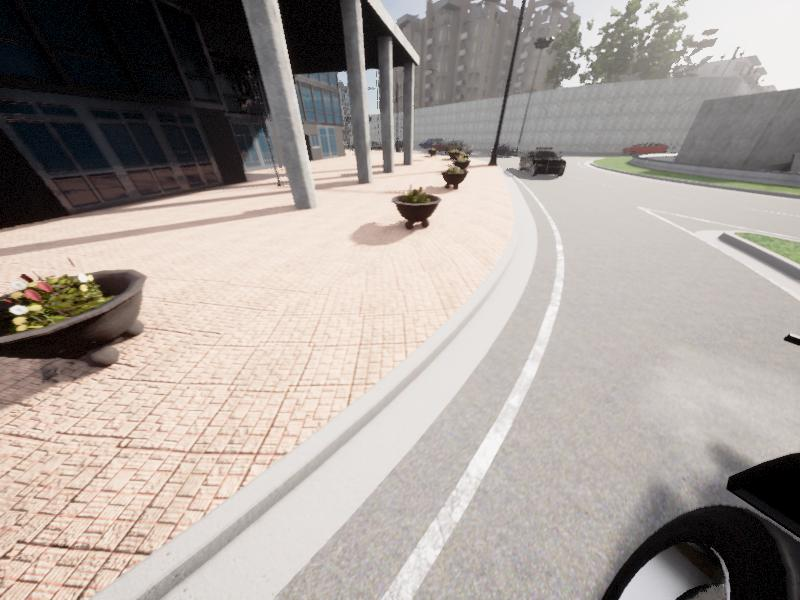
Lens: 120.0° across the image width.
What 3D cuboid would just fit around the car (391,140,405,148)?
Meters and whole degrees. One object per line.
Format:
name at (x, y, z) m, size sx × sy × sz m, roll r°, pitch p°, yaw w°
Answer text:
car at (-0.529, -41.355, 61.263) m, size 1.851 × 1.617 × 3.988 m, roll -21°, pitch 40°, yaw -27°

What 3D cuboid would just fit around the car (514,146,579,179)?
car at (10.095, -9.938, 16.505) m, size 1.930 × 1.638 × 5.238 m, roll 4°, pitch 36°, yaw 6°

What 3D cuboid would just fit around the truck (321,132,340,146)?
truck at (-23.620, -54.908, 78.682) m, size 2.891 × 3.827 × 8.468 m, roll -21°, pitch 40°, yaw -27°

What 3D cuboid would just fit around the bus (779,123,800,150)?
bus at (75.119, -30.125, 42.296) m, size 10.273 × 4.253 × 3.944 m, roll -22°, pitch 40°, yaw -27°

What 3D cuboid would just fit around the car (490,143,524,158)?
car at (13.964, -19.708, 30.429) m, size 1.845 × 1.501 × 3.633 m, roll -12°, pitch 37°, yaw -16°

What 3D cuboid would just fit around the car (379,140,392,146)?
car at (-4.512, -48.429, 71.326) m, size 1.882 × 1.535 × 5.008 m, roll -21°, pitch 40°, yaw -27°

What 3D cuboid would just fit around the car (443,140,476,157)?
car at (8.488, -22.043, 33.485) m, size 1.932 × 1.855 × 4.605 m, roll -17°, pitch 39°, yaw -22°

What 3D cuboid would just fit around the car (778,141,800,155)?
car at (56.843, -21.866, 33.166) m, size 5.008 × 1.535 × 1.882 m, roll -21°, pitch 40°, yaw -27°

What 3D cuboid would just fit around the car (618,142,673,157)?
car at (33.169, -20.490, 31.388) m, size 4.514 × 1.525 × 2.007 m, roll 10°, pitch 36°, yaw 14°

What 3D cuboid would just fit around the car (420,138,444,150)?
car at (7.045, -35.057, 51.816) m, size 2.150 × 2.045 × 5.566 m, roll -21°, pitch 40°, yaw -27°

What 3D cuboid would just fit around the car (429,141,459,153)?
car at (7.628, -26.942, 40.665) m, size 2.152 × 1.651 × 5.027 m, roll -20°, pitch 40°, yaw -25°

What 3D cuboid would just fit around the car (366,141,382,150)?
car at (-6.003, -35.148, 52.502) m, size 1.851 × 1.617 × 3.988 m, roll -21°, pitch 40°, yaw -27°
